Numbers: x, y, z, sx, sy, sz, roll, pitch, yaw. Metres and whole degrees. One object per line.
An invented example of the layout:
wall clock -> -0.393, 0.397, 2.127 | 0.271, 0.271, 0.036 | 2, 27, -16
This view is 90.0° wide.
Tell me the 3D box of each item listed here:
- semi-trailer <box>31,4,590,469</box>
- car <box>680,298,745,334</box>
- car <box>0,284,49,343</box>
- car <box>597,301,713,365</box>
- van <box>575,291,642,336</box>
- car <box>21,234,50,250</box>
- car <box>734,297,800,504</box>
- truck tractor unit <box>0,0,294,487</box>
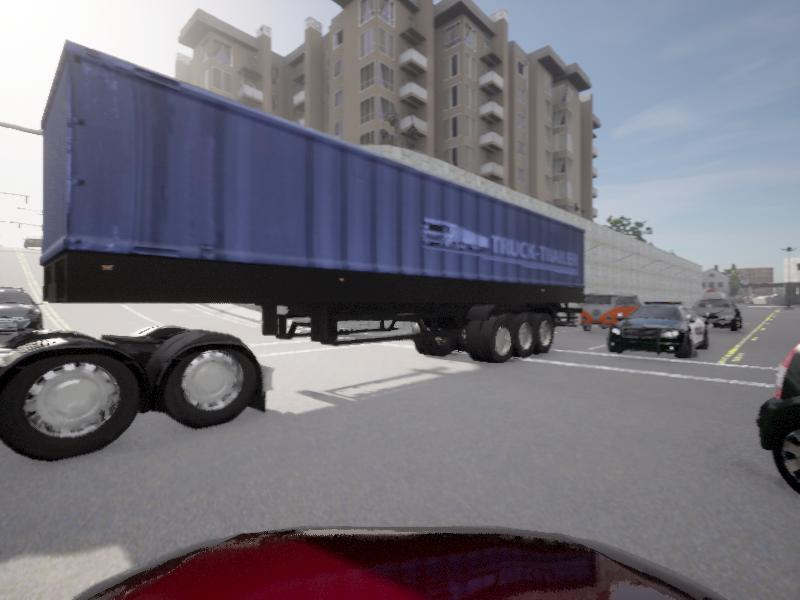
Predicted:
semi-trailer -> 0.698, -0.609, 9.847 | 2.717, 4.402, 14.254 | 0, 0, 44
car -> 16.704, 0.756, 21.308 | 2.242, 1.667, 4.611 | 0, 0, 44
car -> -14.715, 0.378, 14.900 | 4.856, 1.649, 2.033 | 7, 5, 44
car -> 8.046, 0.827, 12.380 | 2.038, 1.542, 4.974 | 0, 0, 45
van -> 10.463, 0.605, 19.902 | 1.775, 1.987, 4.442 | 0, 0, 44
car -> -42.134, -6.628, 46.185 | 4.902, 1.511, 2.128 | 6, 5, 44
car -> 4.200, 0.785, 1.795 | 1.851, 1.617, 3.988 | 0, 0, -6
truck tractor unit -> -4.811, -0.513, 4.165 | 3.053, 4.208, 6.516 | 0, 0, 44
